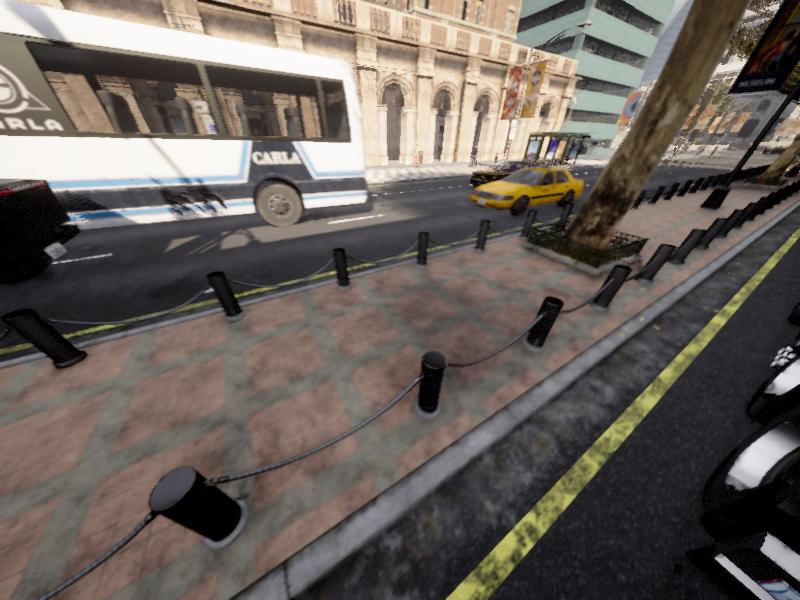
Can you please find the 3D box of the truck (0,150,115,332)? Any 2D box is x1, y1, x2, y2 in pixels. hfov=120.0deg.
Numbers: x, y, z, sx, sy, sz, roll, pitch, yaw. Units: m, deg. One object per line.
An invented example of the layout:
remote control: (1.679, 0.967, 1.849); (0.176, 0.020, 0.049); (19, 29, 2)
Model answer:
truck: (-8.514, -0.248, 2.450); (6.274, 2.098, 2.390); (-18, 39, -24)

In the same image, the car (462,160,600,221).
car: (5.251, -4.538, 9.221); (5.366, 1.575, 1.801); (-18, 39, -25)

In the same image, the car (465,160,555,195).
car: (6.242, -7.060, 13.101); (4.718, 1.301, 1.895); (-18, 39, -25)

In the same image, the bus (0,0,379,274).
bus: (-6.125, -4.123, 6.179); (10.273, 4.253, 3.944); (-17, 39, -25)

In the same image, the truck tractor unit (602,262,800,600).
truck tractor unit: (5.108, -0.302, 0.792); (6.516, 4.208, 3.053); (-18, 39, -24)

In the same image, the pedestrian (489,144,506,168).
pedestrian: (8.884, -13.169, 21.114); (0.751, 1.860, 0.751); (-17, 38, -23)
